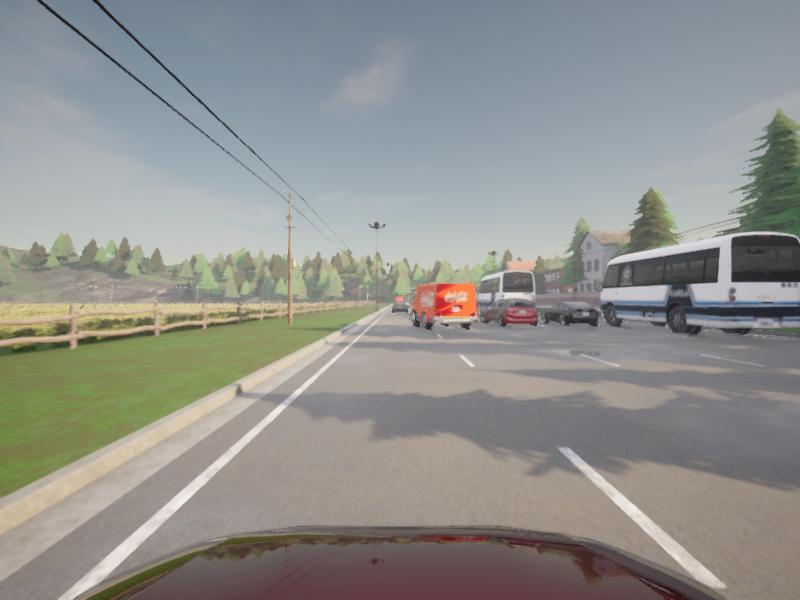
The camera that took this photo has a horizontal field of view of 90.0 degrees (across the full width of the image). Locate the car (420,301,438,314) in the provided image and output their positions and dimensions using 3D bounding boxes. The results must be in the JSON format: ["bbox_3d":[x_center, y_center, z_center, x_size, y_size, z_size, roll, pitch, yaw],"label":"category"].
[{"bbox_3d":[3.497,0.844,48.694,1.970,1.475,3.806,0,0,0],"label":"car"}]

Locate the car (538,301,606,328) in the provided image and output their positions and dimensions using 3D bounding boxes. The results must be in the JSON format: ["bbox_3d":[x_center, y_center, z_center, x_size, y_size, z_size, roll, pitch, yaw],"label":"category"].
[{"bbox_3d":[10.497,0.847,24.931,2.163,1.488,4.792,0,0,0],"label":"car"}]

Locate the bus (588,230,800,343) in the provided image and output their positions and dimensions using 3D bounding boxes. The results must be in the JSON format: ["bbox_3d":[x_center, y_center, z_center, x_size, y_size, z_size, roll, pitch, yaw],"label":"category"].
[{"bbox_3d":[13.877,-0.536,20.199,3.944,4.253,10.273,0,0,0],"label":"bus"}]

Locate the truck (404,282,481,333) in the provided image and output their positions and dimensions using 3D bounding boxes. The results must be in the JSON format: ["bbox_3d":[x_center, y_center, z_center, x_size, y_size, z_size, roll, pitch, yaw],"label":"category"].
[{"bbox_3d":[2.162,0.353,22.279,2.627,2.467,5.204,0,0,-14],"label":"truck"}]

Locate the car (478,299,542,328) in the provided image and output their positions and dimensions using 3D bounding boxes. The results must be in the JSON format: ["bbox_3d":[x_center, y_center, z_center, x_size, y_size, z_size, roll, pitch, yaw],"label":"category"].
[{"bbox_3d":[6.757,0.753,25.092,2.242,1.667,4.611,0,0,-7],"label":"car"}]

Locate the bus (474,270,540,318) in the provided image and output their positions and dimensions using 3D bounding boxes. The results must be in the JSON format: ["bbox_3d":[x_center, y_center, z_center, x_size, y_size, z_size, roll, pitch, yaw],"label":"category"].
[{"bbox_3d":[10.376,-0.540,40.526,3.944,4.253,10.273,0,0,0],"label":"bus"}]

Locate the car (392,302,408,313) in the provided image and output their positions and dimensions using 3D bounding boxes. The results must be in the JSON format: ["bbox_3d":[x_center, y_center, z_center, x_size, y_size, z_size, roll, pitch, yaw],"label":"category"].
[{"bbox_3d":[-0.006,0.898,51.682,1.994,1.385,4.181,0,0,0],"label":"car"}]
